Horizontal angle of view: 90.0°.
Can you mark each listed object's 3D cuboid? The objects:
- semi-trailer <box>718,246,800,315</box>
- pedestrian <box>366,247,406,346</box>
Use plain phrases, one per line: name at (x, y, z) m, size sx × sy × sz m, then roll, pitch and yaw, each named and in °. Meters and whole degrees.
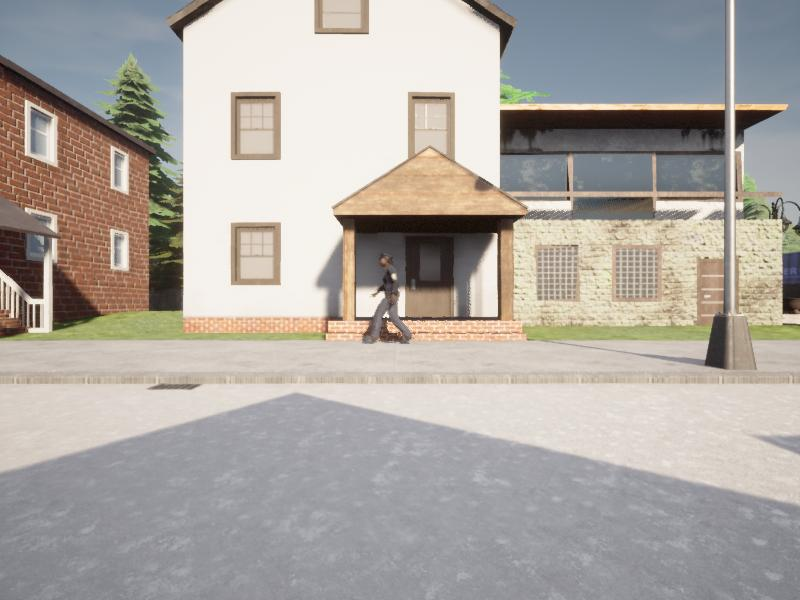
semi-trailer at (26.916, -1.218, 24.891) m, size 2.717 × 4.402 × 14.254 m, roll 0°, pitch 0°, yaw -1°
pedestrian at (-0.258, -0.067, 7.961) m, size 0.751 × 1.860 × 0.751 m, roll 0°, pitch 0°, yaw 1°
